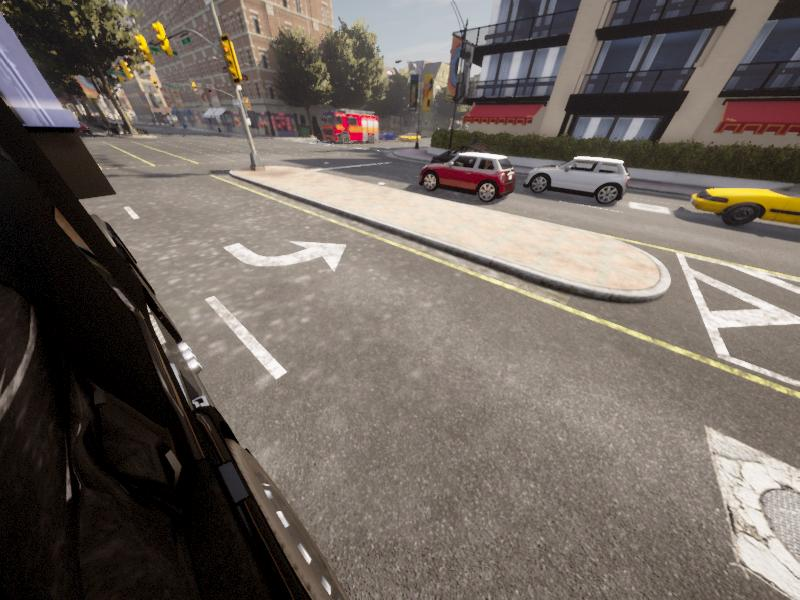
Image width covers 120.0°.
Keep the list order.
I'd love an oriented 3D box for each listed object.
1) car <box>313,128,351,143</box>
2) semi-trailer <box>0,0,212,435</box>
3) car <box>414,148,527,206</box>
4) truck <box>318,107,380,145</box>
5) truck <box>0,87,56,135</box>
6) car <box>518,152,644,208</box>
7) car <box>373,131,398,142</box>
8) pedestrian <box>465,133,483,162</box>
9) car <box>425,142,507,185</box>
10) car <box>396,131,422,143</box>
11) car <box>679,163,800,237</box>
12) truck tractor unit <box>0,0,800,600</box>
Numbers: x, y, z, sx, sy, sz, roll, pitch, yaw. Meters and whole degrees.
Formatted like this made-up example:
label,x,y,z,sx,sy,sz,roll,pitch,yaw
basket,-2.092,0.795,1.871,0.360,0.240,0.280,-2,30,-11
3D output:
label,x,y,z,sx,sy,sz,roll,pitch,yaw
car,-10.073,-24.719,34.672,1.930,1.638,5.238,27,43,29
semi-trailer,-9.457,-2.940,3.287,14.254,4.402,2.717,19,40,20
car,2.759,-5.248,9.596,3.806,1.475,1.970,28,43,30
truck,-6.817,-24.550,32.828,2.891,3.827,8.468,27,43,29
truck,-42.459,-20.956,25.785,8.468,3.827,2.891,28,43,29
car,7.680,-5.387,10.091,3.806,1.475,1.970,28,44,30
car,-2.572,-29.947,42.296,1.812,1.442,4.674,27,43,29
pedestrian,5.908,-12.204,18.475,0.751,1.860,0.751,28,44,30
car,3.490,-7.612,12.737,3.705,1.549,1.789,28,43,29
car,1.745,-29.729,42.162,1.801,1.575,5.366,27,43,29
car,12.687,-2.810,6.875,5.366,1.575,1.801,28,43,29
truck tractor unit,-2.645,-0.295,0.351,6.516,4.208,3.053,28,44,30
